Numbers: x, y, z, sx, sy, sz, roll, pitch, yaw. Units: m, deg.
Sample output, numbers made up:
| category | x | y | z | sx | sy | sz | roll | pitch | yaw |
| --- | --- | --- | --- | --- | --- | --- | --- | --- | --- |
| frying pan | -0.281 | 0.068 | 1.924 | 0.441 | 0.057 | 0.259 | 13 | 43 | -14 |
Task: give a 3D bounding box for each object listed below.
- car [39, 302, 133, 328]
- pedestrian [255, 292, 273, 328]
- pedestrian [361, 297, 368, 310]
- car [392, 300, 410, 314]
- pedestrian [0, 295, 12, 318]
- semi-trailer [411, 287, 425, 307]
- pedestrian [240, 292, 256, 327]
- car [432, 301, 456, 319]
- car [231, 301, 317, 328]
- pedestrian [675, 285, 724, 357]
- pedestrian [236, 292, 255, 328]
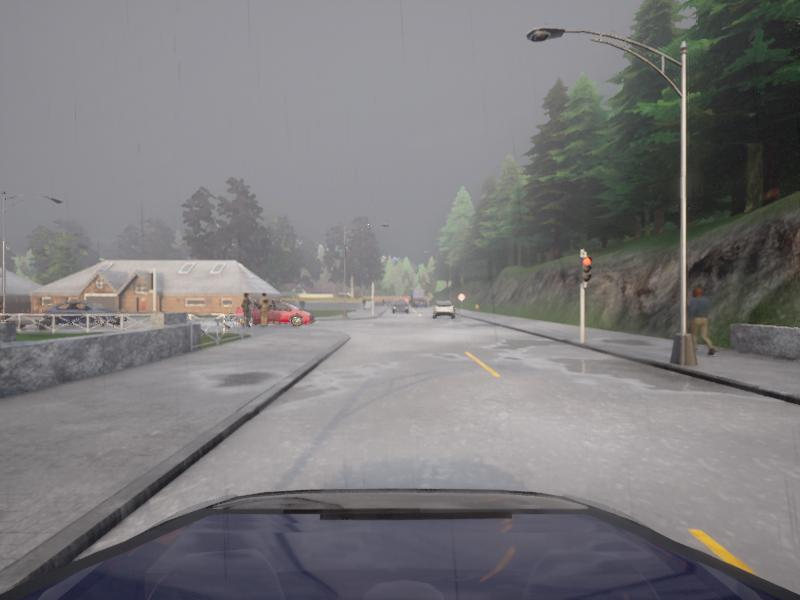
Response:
| category | x | y | z | sx | sy | sz | roll | pitch | yaw |
| --- | --- | --- | --- | --- | --- | --- | --- | --- | --- |
| car | -18.576 | 0.855 | 23.797 | 4.193 | 1.474 | 1.816 | 0 | 0 | 0 |
| pedestrian | -7.282 | 0.517 | 21.429 | 0.751 | 1.860 | 0.751 | 0 | 0 | -32 |
| pedestrian | -5.375 | 0.535 | 59.971 | 0.751 | 1.860 | 0.751 | 0 | 0 | 22 |
| car | 0.069 | 0.828 | 47.374 | 2.038 | 1.542 | 4.974 | 0 | 0 | 0 |
| pedestrian | -32.771 | 0.534 | 32.997 | 0.751 | 1.860 | 0.751 | 0 | 0 | 0 |
| semi-trailer | 4.133 | -0.614 | 95.789 | 2.717 | 4.402 | 14.254 | 0 | 0 | 0 |
| pedestrian | -8.266 | 0.526 | 21.771 | 0.751 | 1.860 | 0.751 | 0 | 0 | -25 |
| car | 3.826 | 0.830 | 35.358 | 2.007 | 1.525 | 4.514 | 0 | 0 | 4 |
| car | -7.398 | 0.829 | 23.910 | 4.514 | 1.525 | 2.007 | 0 | 0 | -2 |
| pedestrian | 7.976 | 0.533 | 10.678 | 0.751 | 1.860 | 0.751 | 0 | 0 | 1 |
| pedestrian | -8.160 | 0.517 | 21.145 | 0.751 | 1.860 | 0.751 | 0 | 0 | -3 |
